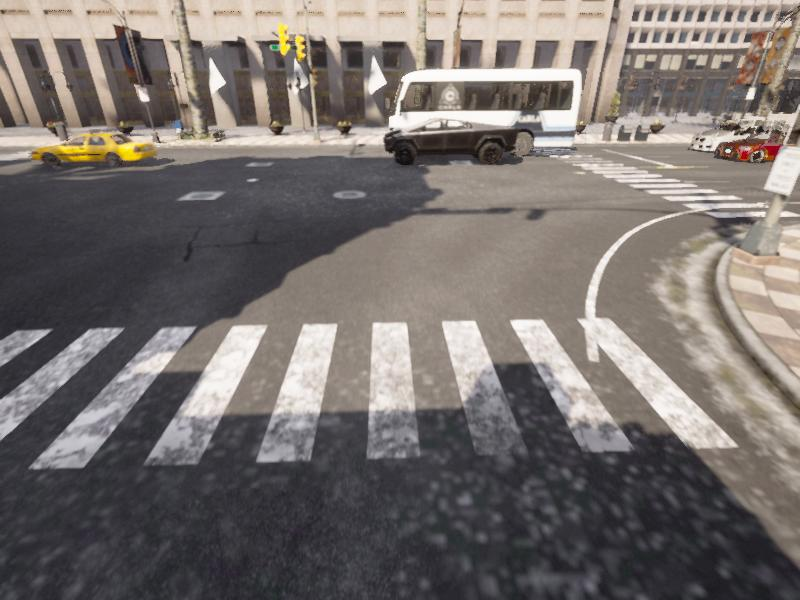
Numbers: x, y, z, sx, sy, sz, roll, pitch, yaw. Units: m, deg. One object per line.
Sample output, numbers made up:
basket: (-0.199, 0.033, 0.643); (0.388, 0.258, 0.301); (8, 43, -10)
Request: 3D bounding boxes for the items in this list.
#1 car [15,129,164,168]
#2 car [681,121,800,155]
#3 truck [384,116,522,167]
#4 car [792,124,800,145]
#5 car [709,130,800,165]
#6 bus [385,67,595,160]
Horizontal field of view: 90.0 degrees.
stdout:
car: (-14.778, -7.338, 19.319); (5.366, 1.575, 1.801); (-1, 27, -1)
car: (19.658, -9.481, 23.308); (4.611, 1.667, 2.242); (-1, 27, -1)
truck: (2.375, -7.823, 19.645); (6.274, 2.098, 2.390); (-1, 27, -1)
car: (29.525, -10.995, 26.447); (4.792, 1.488, 2.163); (-1, 27, -2)
car: (18.612, -7.738, 20.231); (4.181, 1.385, 1.994); (-1, 27, -1)
bus: (4.374, -10.351, 22.213); (10.273, 4.253, 3.944); (-1, 27, -1)
